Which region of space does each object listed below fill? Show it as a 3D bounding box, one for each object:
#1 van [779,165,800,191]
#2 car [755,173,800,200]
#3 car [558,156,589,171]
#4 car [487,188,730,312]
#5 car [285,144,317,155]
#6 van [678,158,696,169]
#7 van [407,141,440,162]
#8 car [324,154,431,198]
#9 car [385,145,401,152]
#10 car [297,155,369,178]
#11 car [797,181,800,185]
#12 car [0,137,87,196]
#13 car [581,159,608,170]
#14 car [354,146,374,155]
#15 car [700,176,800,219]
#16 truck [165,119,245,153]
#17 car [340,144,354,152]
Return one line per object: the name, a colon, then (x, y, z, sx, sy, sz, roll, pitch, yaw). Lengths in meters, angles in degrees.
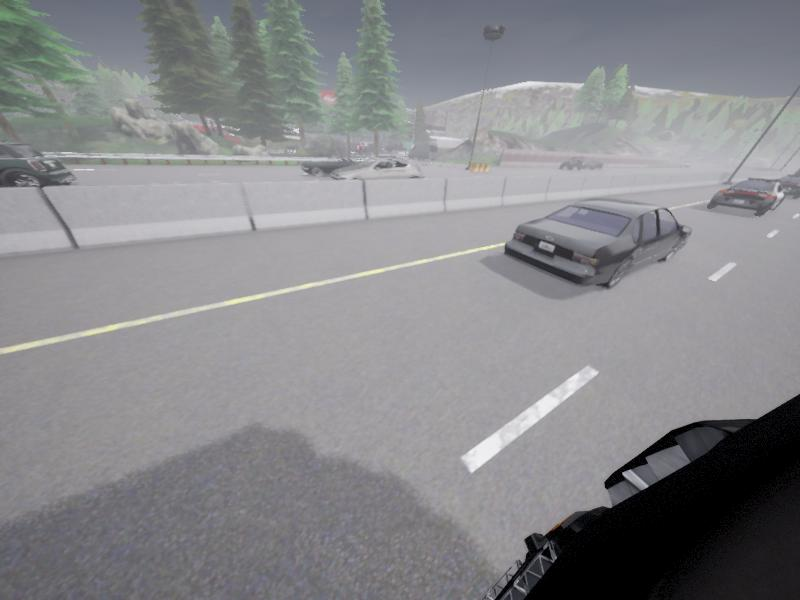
van: (43.384, -13.066, 24.391, 5.915, 2.561, 1.988, -16, 38, -26)
car: (31.801, -9.334, 18.863, 4.974, 1.542, 2.038, -16, 38, -26)
car: (27.519, -21.760, 36.739, 3.866, 1.878, 1.905, -16, 38, -26)
car: (4.857, -1.560, 5.352, 5.357, 1.411, 2.033, -16, 38, -26)
car: (-18.256, -27.899, 42.749, 5.008, 1.535, 1.882, -16, 38, -26)
van: (85.104, -40.487, 68.529, 6.366, 2.431, 2.351, -25, 43, -35)
van: (3.696, -24.247, 37.714, 1.988, 2.561, 5.915, -16, 38, -26)
car: (-1.107, -6.698, 12.357, 5.027, 1.651, 2.152, -16, 38, -26)
car: (-2.727, -56.576, 86.238, 5.566, 2.045, 2.150, -16, 38, -26)
car: (-4.883, -9.982, 17.264, 4.718, 1.301, 1.895, -16, 38, -26)
car: (56.319, -16.360, 31.191, 4.514, 1.525, 2.007, -16, 38, -26)
car: (-15.715, -4.834, 8.319, 4.553, 1.767, 2.097, -16, 38, -26)
car: (33.515, -23.338, 39.851, 3.705, 1.549, 1.789, -16, 38, -26)
car: (-7.841, -32.712, 50.572, 2.163, 1.488, 4.792, 15, 35, 16)
car: (18.815, -5.616, 12.334, 4.974, 1.542, 2.038, -16, 38, -26)
truck: (-29.940, -25.506, 36.244, 8.468, 3.827, 2.891, -16, 38, -25)
car: (-14.504, -41.840, 63.481, 2.242, 1.667, 4.611, -16, 38, -26)
